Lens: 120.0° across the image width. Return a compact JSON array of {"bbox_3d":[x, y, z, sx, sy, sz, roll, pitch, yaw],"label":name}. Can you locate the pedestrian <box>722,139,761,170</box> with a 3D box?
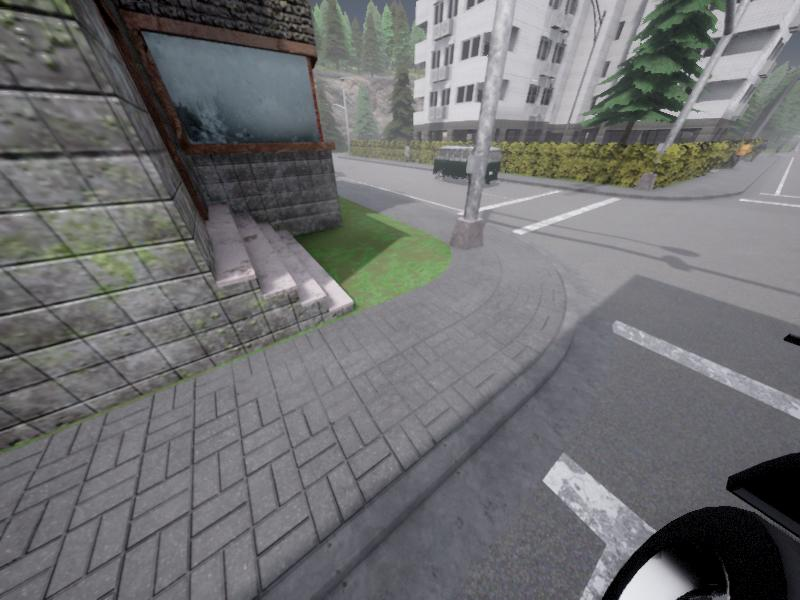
[{"bbox_3d":[24.772,-10.567,16.789,0.751,1.860,0.751,-24,41,-29],"label":"pedestrian"}]

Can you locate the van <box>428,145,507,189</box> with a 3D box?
[{"bbox_3d":[3.932,-8.452,14.456,1.775,1.987,4.442,-22,41,-28],"label":"van"}]

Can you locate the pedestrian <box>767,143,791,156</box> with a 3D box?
[{"bbox_3d":[45.627,-18.121,27.830,0.751,1.300,0.751,-11,37,-15],"label":"pedestrian"}]

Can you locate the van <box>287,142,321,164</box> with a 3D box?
[{"bbox_3d":[-11.316,-17.337,27.140,2.069,2.038,4.480,-22,40,-28],"label":"van"}]

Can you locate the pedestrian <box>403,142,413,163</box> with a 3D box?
[{"bbox_3d":[0.796,-15.503,24.291,0.751,1.860,0.751,-25,42,-31],"label":"pedestrian"}]

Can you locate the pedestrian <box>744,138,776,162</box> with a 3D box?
[{"bbox_3d":[33.806,-14.113,21.749,0.751,1.860,0.751,-29,44,-35],"label":"pedestrian"}]
